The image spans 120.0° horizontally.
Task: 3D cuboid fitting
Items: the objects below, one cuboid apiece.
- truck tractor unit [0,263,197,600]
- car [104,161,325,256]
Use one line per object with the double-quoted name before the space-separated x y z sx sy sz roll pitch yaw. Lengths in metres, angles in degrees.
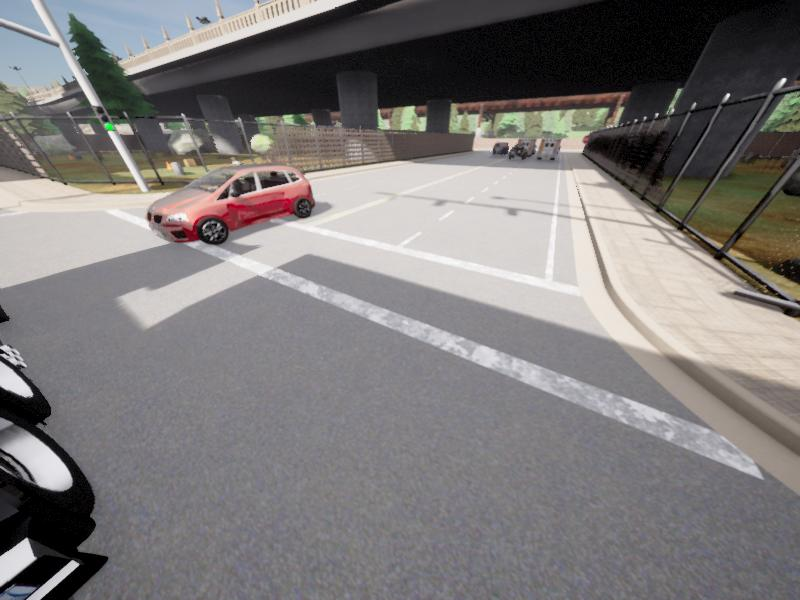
"truck tractor unit" -5.105 -0.308 0.777 6.516 4.208 3.053 19 39 24
"car" -4.991 -3.198 7.211 2.242 1.667 4.611 18 38 24
